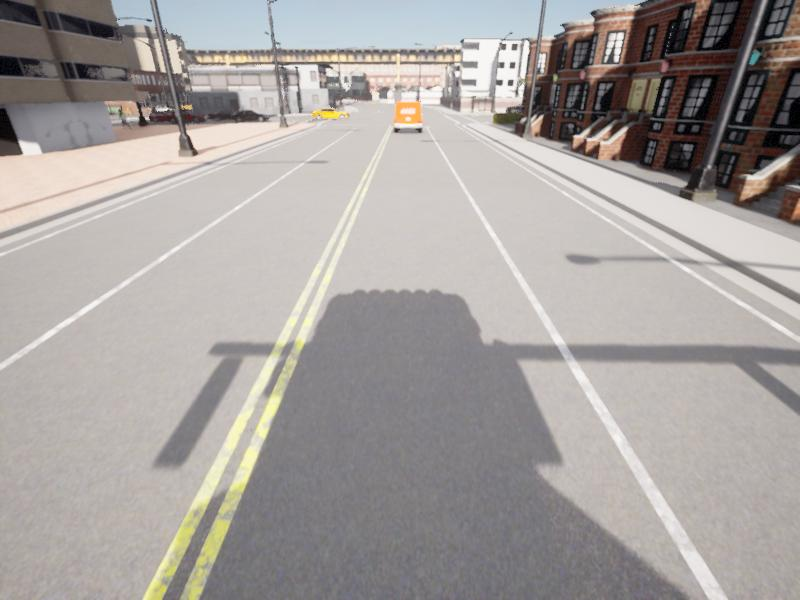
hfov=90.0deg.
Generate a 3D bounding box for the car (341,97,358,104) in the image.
[{"bbox_3d":[-12.542,-49.262,98.985,1.812,1.442,4.674,-20,34,-34],"label":"car"}]

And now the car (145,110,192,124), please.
[{"bbox_3d":[-30.939,-24.541,53.522,4.792,1.488,2.163,-1,27,0],"label":"car"}]

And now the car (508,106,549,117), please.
[{"bbox_3d":[19.058,-28.006,59.517,5.357,1.411,2.033,1,27,2],"label":"car"}]

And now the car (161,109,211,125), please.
[{"bbox_3d":[-26.840,-23.104,50.373,4.856,1.649,2.033,-1,27,0],"label":"car"}]

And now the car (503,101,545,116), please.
[{"bbox_3d":[19.294,-29.893,62.472,5.566,2.045,2.150,1,27,2],"label":"car"}]

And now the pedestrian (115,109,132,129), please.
[{"bbox_3d":[-28.592,-18.757,41.365,0.751,1.860,0.751,0,27,0],"label":"pedestrian"}]

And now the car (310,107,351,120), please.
[{"bbox_3d":[-9.258,-24.945,53.565,5.008,1.535,1.882,0,27,0],"label":"car"}]

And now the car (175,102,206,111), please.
[{"bbox_3d":[-43.639,-40.429,83.523,5.027,1.636,2.152,0,27,0],"label":"car"}]

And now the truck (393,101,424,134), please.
[{"bbox_3d":[0.739,-16.507,35.995,2.627,2.467,5.204,0,26,1],"label":"truck"}]

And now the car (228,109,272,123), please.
[{"bbox_3d":[-18.875,-23.179,50.427,4.674,1.442,1.812,-1,27,0],"label":"car"}]

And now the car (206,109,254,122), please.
[{"bbox_3d":[-22.687,-24.688,53.540,5.357,1.411,2.033,-1,27,0],"label":"car"}]
